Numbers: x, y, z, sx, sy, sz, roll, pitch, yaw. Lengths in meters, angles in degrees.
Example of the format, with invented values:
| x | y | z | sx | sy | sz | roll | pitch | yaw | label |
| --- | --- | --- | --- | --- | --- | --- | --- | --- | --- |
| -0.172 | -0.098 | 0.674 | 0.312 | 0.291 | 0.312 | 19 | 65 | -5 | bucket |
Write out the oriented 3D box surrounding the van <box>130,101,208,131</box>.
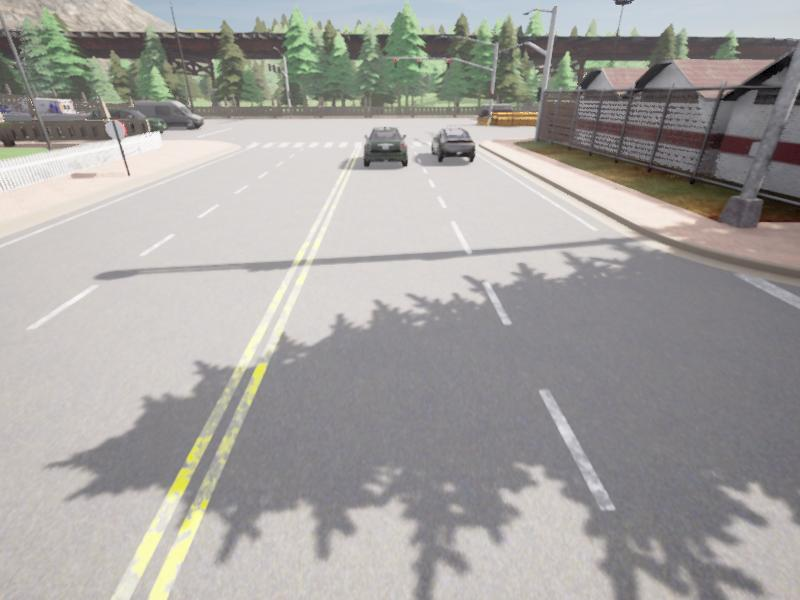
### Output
| x | y | z | sx | sy | sz | roll | pitch | yaw | label |
| --- | --- | --- | --- | --- | --- | --- | --- | --- | --- |
| -22.503 | -18.119 | 39.291 | 5.915 | 2.561 | 1.988 | -2 | 27 | -3 | van |

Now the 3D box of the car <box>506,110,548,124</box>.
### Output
| x | y | z | sx | sy | sz | roll | pitch | yaw | label |
| --- | --- | --- | --- | --- | --- | --- | --- | --- | --- |
| 15.201 | -21.964 | 48.027 | 4.181 | 1.385 | 1.994 | -2 | 27 | -3 | car |

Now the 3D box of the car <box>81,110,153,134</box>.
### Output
| x | y | z | sx | sy | sz | roll | pitch | yaw | label |
| --- | --- | --- | --- | --- | --- | --- | --- | --- | --- |
| -25.462 | -16.140 | 36.149 | 4.605 | 1.855 | 1.932 | -2 | 27 | -3 | car |

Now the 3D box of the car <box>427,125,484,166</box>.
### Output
| x | y | z | sx | sy | sz | roll | pitch | yaw | label |
| --- | --- | --- | --- | --- | --- | --- | --- | --- | --- |
| 2.743 | -8.261 | 21.130 | 2.128 | 1.511 | 4.902 | -1 | 27 | -2 | car |

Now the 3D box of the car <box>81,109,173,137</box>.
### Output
| x | y | z | sx | sy | sz | roll | pitch | yaw | label |
| --- | --- | --- | --- | --- | --- | --- | --- | --- | --- |
| -22.450 | -14.703 | 33.165 | 5.566 | 2.045 | 2.150 | -2 | 27 | -4 | car |

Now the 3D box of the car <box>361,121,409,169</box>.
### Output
| x | y | z | sx | sy | sz | roll | pitch | yaw | label |
| --- | --- | --- | --- | --- | --- | --- | --- | --- | --- |
| -0.721 | -7.830 | 19.984 | 2.097 | 1.767 | 4.553 | -1 | 27 | -2 | car |

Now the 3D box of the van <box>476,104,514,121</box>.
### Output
| x | y | z | sx | sy | sz | roll | pitch | yaw | label |
| --- | --- | --- | --- | --- | --- | --- | --- | --- | --- |
| 12.769 | -25.361 | 53.988 | 4.442 | 1.987 | 1.775 | -2 | 27 | -3 | van |

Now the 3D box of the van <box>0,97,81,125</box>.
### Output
| x | y | z | sx | sy | sz | roll | pitch | yaw | label |
| --- | --- | --- | --- | --- | --- | --- | --- | --- | --- |
| -39.906 | -21.016 | 44.416 | 6.366 | 2.431 | 2.351 | 1 | 27 | -5 | van |
